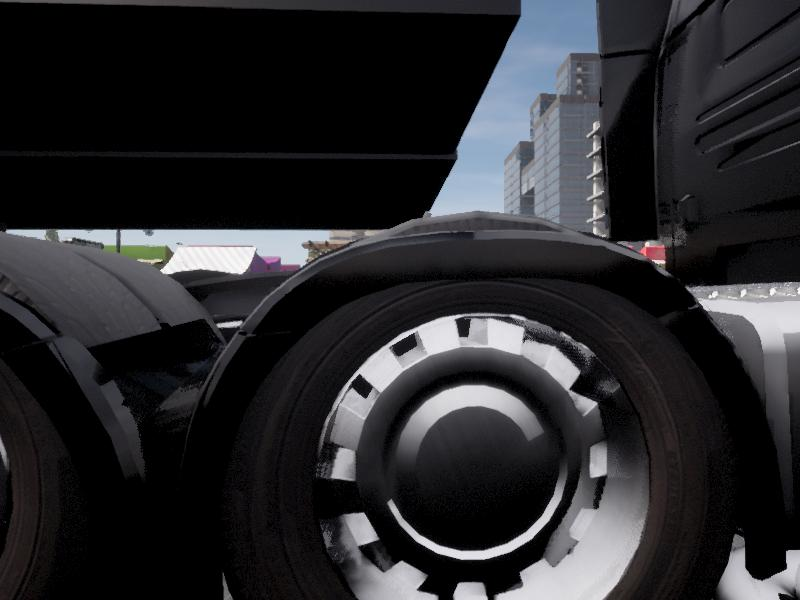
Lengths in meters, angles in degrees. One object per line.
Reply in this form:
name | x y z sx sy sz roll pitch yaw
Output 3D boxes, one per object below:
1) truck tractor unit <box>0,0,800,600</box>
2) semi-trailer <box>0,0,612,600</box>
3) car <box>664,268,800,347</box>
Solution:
truck tractor unit | 1.101 -1.117 2.105 6.516 4.208 3.053 0 0 -3
semi-trailer | -6.804 -1.202 1.762 14.254 4.402 2.717 0 0 -2
car | 9.315 0.158 9.432 4.856 1.649 2.033 0 0 -2
